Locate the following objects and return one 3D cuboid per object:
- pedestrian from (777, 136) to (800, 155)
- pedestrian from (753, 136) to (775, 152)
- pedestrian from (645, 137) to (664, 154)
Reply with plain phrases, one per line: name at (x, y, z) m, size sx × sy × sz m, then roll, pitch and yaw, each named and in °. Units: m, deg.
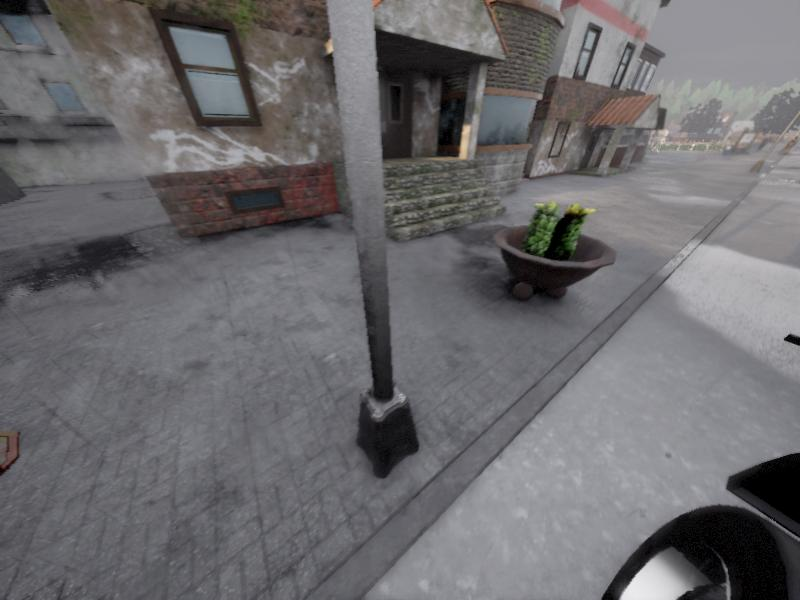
pedestrian at (47.321, -18.722, 27.970) m, size 0.751 × 1.860 × 0.751 m, roll -11°, pitch 37°, yaw -14°
pedestrian at (50.730, -21.758, 32.219) m, size 0.751 × 1.860 × 0.751 m, roll 27°, pitch 43°, yaw 33°
pedestrian at (33.215, -20.156, 30.202) m, size 0.751 × 1.860 × 0.751 m, roll 15°, pitch 38°, yaw 21°
